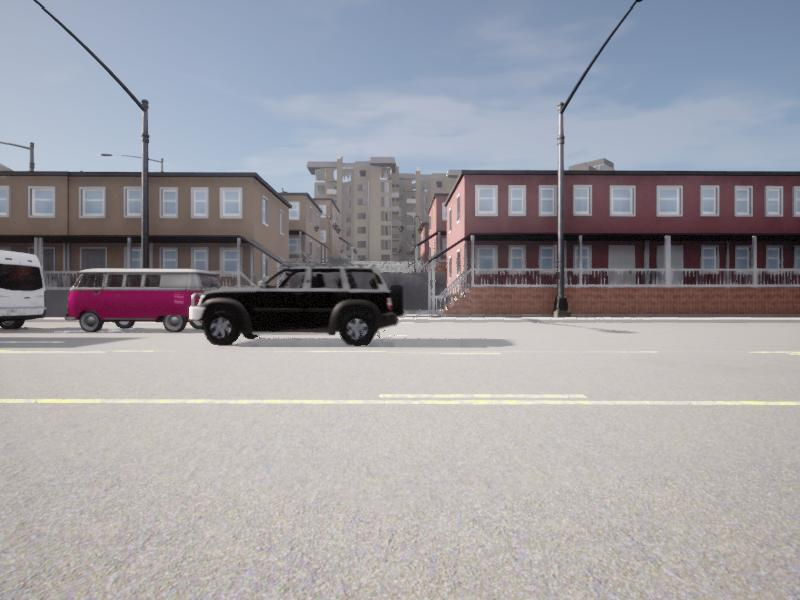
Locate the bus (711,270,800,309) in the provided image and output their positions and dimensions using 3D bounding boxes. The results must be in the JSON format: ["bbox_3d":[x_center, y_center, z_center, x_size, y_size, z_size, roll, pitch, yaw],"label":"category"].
[{"bbox_3d":[44.217,-1.134,49.195,3.944,4.253,10.273,0,0,1],"label":"bus"}]

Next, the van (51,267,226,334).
[{"bbox_3d":[-8.192,-0.005,12.806,4.442,1.987,1.775,0,0,1],"label":"van"}]

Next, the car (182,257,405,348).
[{"bbox_3d":[-2.205,0.054,9.241,4.605,1.855,1.932,0,0,1],"label":"car"}]

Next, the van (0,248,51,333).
[{"bbox_3d":[-15.030,-0.278,12.886,5.915,2.561,1.988,0,0,1],"label":"van"}]
